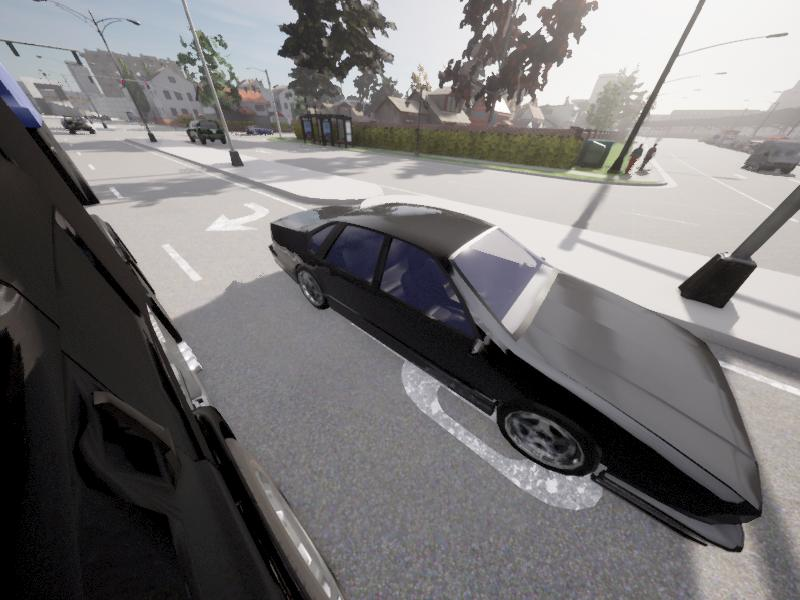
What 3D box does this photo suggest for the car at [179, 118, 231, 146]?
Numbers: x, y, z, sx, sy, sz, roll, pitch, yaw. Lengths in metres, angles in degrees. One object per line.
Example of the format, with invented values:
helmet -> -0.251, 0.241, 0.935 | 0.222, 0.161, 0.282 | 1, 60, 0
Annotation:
car -> -20.597, -17.773, 24.391 | 5.566, 2.045, 2.150 | 28, 43, 29

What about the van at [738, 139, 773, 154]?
van -> 66.315, -28.692, 43.224 | 2.069, 2.038, 4.480 | 28, 45, 30

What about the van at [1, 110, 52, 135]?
van -> -40.552, -19.304, 25.194 | 4.480, 2.038, 2.069 | 27, 43, 30

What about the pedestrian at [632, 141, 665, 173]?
pedestrian -> 17.962, -10.326, 16.720 | 0.751, 1.860, 0.751 | -23, 44, -30

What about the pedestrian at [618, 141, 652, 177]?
pedestrian -> 15.084, -9.089, 14.887 | 0.751, 1.860, 0.751 | 27, 43, 29

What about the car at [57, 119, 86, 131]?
car -> -48.423, -25.849, 34.062 | 4.718, 1.301, 1.895 | 28, 43, 29

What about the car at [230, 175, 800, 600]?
car -> 0.358, -0.297, 2.897 | 5.357, 1.411, 2.033 | 28, 43, 29

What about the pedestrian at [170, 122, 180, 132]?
pedestrian -> -39.912, -30.657, 40.977 | 0.751, 1.300, 0.751 | 27, 43, 29

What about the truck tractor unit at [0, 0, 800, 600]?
truck tractor unit -> -2.645, -0.295, 0.351 | 6.516, 4.208, 3.053 | 28, 44, 30

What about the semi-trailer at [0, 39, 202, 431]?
semi-trailer -> -8.727, -3.587, 4.197 | 14.254, 4.402, 2.717 | 28, 44, 29

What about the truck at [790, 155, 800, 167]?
truck -> 47.612, -15.953, 24.540 | 2.891, 3.827, 8.468 | 27, 44, 29

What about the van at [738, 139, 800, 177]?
van -> 35.405, -13.538, 21.794 | 1.988, 2.561, 5.915 | 28, 44, 30

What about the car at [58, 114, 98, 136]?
car -> -37.879, -20.560, 27.159 | 3.866, 1.878, 1.905 | 28, 43, 29

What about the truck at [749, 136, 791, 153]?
truck -> 74.571, -31.436, 46.721 | 2.627, 2.467, 5.204 | 28, 45, 30

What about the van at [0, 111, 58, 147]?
van -> -28.625, -13.040, 17.567 | 4.480, 2.038, 2.069 | 28, 43, 29

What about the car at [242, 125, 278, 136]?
car -> -24.932, -30.287, 41.313 | 2.163, 1.488, 4.792 | 29, 44, 31

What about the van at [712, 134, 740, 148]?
van -> 82.266, -40.299, 58.475 | 2.351, 2.431, 6.366 | 28, 45, 30
